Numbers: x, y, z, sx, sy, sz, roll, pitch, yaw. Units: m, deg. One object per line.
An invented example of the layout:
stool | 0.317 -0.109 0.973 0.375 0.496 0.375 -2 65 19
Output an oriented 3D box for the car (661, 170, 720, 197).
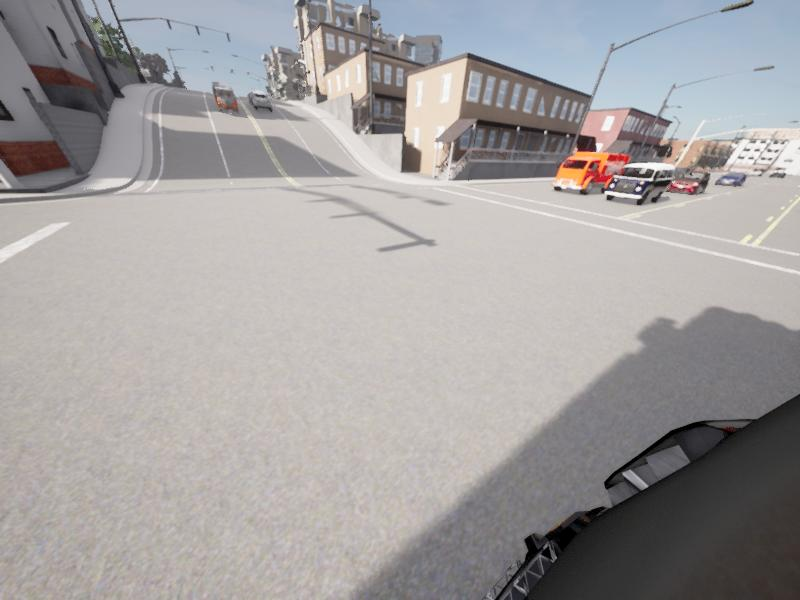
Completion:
car | 23.869 -9.667 19.018 3.988 1.617 1.851 -17 39 -27

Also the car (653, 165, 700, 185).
car | 32.154 -14.536 26.865 4.553 1.767 2.097 -17 38 -27

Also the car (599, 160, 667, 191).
car | 20.831 -11.176 20.655 5.566 2.045 2.150 -17 38 -27

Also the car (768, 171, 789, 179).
car | 88.745 -29.351 54.130 4.181 1.385 1.994 -17 38 -27

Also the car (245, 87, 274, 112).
car | -16.277 -23.234 26.739 1.970 1.475 3.806 -17 51 -28

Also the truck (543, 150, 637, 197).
truck | 13.454 -9.035 16.452 5.204 2.467 2.627 -16 38 -26

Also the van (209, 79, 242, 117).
van | -17.438 -20.210 23.089 1.775 1.987 4.442 -17 53 -28

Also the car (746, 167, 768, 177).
car | 88.612 -31.782 57.349 4.605 1.855 1.932 -17 38 -27

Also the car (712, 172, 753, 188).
car | 40.001 -14.514 27.779 4.674 1.442 1.812 -17 38 -27

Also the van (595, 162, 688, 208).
van | 14.319 -6.932 13.731 4.480 2.038 2.069 -17 38 -27
